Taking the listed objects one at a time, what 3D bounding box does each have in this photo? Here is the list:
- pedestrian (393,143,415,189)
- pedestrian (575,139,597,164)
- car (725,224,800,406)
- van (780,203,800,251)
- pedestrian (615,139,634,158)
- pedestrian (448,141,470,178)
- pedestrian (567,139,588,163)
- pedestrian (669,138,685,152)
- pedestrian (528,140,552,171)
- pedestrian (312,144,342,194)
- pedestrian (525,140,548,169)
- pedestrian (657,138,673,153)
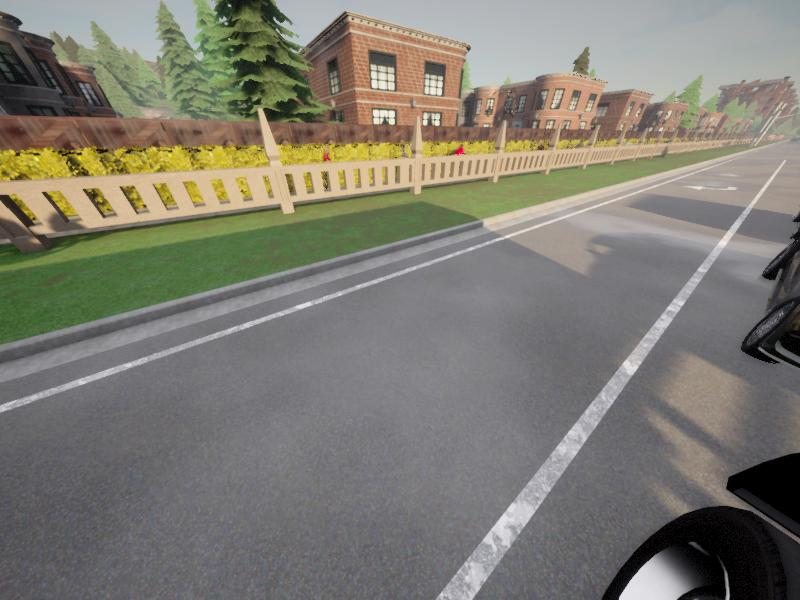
[{"bbox_3d":[0.180,-6.585,11.341,0.751,1.860,0.751,-22,40,-28],"label":"pedestrian"},{"bbox_3d":[17.096,-13.665,21.276,0.751,1.860,0.751,-26,42,-32],"label":"pedestrian"},{"bbox_3d":[6.484,-0.151,2.688,5.027,1.651,2.152,-22,41,-28],"label":"car"},{"bbox_3d":[11.756,-2.454,5.590,4.442,1.987,1.775,-22,41,-28],"label":"van"},{"bbox_3d":[25.849,-17.478,26.630,0.751,1.860,0.751,-23,41,-28],"label":"pedestrian"},{"bbox_3d":[3.659,-8.758,14.402,0.751,1.860,0.751,-22,41,-28],"label":"pedestrian"},{"bbox_3d":[16.757,-14.029,21.795,0.751,1.860,0.751,-22,41,-28],"label":"pedestrian"},{"bbox_3d":[44.035,-24.705,36.771,0.751,1.860,0.751,-23,41,-29],"label":"pedestrian"},{"bbox_3d":[10.269,-10.647,17.039,0.751,1.860,0.751,-21,40,-27],"label":"pedestrian"},{"bbox_3d":[-3.245,-5.860,10.336,0.751,1.860,0.751,-21,40,-27],"label":"pedestrian"},{"bbox_3d":[10.563,-11.252,17.896,0.751,1.860,0.751,-20,40,-25],"label":"pedestrian"},{"bbox_3d":[39.497,-23.032,34.421,0.751,1.860,0.751,-22,41,-28],"label":"pedestrian"}]
